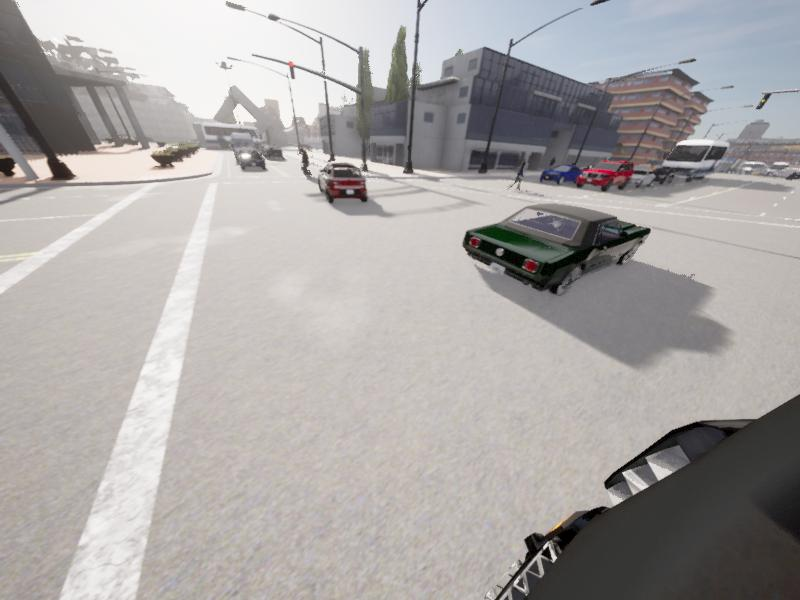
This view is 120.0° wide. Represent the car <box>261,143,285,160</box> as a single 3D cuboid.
[{"bbox_3d":[-17.191,-20.097,31.227,1.930,1.638,5.238,-17,38,-28],"label":"car"}]

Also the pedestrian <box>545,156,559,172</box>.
[{"bbox_3d":[20.834,-18.626,31.654,0.751,1.860,0.751,-15,37,-25],"label":"pedestrian"}]

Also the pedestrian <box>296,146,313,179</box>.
[{"bbox_3d":[-6.450,-9.304,15.667,0.751,1.860,0.751,-6,35,-14],"label":"pedestrian"}]

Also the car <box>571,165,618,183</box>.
[{"bbox_3d":[20.901,-13.592,24.820,4.892,1.490,1.837,-18,39,-27],"label":"car"}]

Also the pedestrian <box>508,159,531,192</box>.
[{"bbox_3d":[7.992,-8.316,15.468,0.751,1.860,0.751,19,36,22],"label":"pedestrian"}]

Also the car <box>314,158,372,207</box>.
[{"bbox_3d":[-2.813,-5.717,10.997,1.816,1.474,4.193,-11,36,-20],"label":"car"}]

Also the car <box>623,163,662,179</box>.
[{"bbox_3d":[32.515,-17.343,31.009,5.008,1.535,1.882,-18,39,-27],"label":"car"}]

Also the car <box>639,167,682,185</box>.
[{"bbox_3d":[29.036,-13.869,25.767,4.193,1.474,1.816,-18,39,-27],"label":"car"}]

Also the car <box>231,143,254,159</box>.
[{"bbox_3d":[-20.073,-18.991,29.397,1.845,1.501,3.633,-17,39,-28],"label":"car"}]

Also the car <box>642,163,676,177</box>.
[{"bbox_3d":[38.250,-19.206,34.080,4.674,1.442,1.812,-18,39,-26],"label":"car"}]

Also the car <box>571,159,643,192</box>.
[{"bbox_3d":[17.282,-10.415,19.259,5.566,2.045,2.150,-17,39,-27],"label":"car"}]

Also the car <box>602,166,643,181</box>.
[{"bbox_3d":[27.126,-15.514,28.178,4.181,1.385,1.994,-17,39,-26],"label":"car"}]

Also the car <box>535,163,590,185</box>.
[{"bbox_3d":[15.399,-11.916,21.823,5.008,1.535,1.882,-17,38,-28],"label":"car"}]

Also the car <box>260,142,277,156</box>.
[{"bbox_3d":[-21.546,-24.708,37.796,1.930,1.638,5.238,-13,37,-23],"label":"car"}]

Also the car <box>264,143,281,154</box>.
[{"bbox_3d":[-23.932,-28.460,43.396,1.816,1.474,4.193,-6,35,-14],"label":"car"}]

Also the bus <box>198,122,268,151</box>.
[{"bbox_3d":[-33.801,-33.486,47.573,10.273,4.253,3.944,-8,36,-17],"label":"bus"}]

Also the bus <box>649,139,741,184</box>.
[{"bbox_3d":[37.335,-17.635,29.254,10.273,4.253,3.944,-18,39,-27],"label":"bus"}]

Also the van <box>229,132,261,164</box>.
[{"bbox_3d":[-16.495,-16.132,24.489,1.988,2.561,5.915,-16,38,-27],"label":"van"}]

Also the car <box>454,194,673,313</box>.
[{"bbox_3d":[3.734,-1.404,5.221,4.718,1.301,1.895,-17,39,-28],"label":"car"}]

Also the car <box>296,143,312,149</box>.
[{"bbox_3d":[-32.604,-52.139,78.392,4.674,1.442,1.812,10,34,10],"label":"car"}]

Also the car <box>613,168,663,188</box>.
[{"bbox_3d":[23.462,-12.080,22.789,4.674,1.442,1.812,-18,39,-27],"label":"car"}]

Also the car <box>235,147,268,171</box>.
[{"bbox_3d":[-12.622,-12.004,19.571,1.816,1.474,4.193,-16,38,-27],"label":"car"}]
